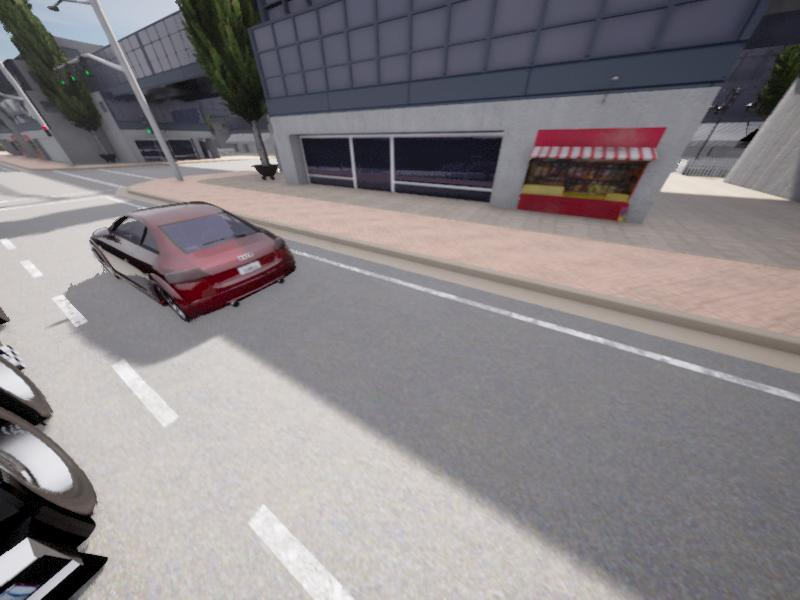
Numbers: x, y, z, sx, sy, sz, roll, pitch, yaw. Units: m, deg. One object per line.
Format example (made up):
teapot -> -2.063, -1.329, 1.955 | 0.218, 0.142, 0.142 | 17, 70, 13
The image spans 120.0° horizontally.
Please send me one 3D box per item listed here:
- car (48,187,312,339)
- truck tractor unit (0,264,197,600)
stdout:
car -> -4.088, -1.096, 4.436 | 4.181, 1.385, 1.994 | 18, 39, 24
truck tractor unit -> -5.106, -0.307, 0.780 | 6.516, 4.208, 3.053 | 18, 39, 24
